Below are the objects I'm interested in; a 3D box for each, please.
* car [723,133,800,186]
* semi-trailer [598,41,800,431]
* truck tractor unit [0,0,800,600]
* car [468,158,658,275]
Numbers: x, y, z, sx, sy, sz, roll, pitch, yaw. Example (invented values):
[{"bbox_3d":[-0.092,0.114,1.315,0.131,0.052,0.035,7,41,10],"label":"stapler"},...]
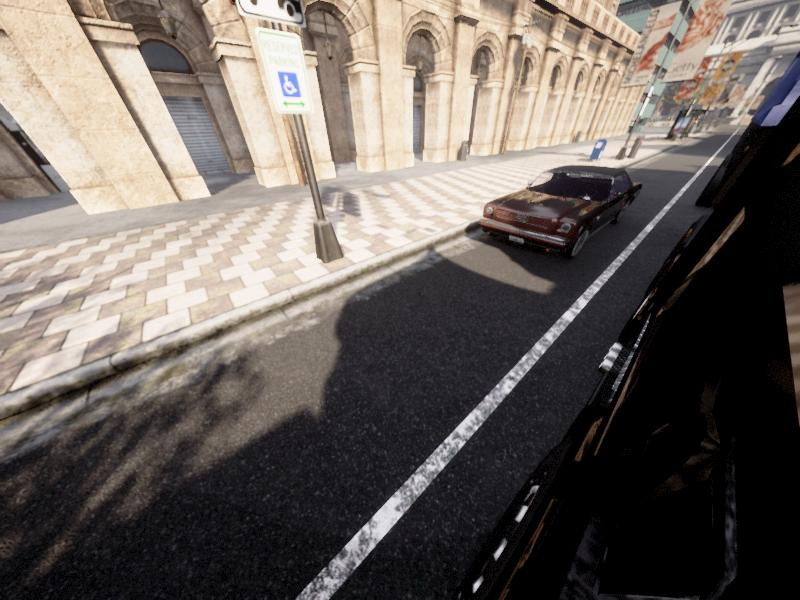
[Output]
[{"bbox_3d":[15.970,-6.177,9.905,4.892,1.490,1.837,-27,43,-31],"label":"car"},{"bbox_3d":[8.699,-3.575,4.269,14.254,4.402,2.717,-28,44,-30],"label":"semi-trailer"},{"bbox_3d":[2.645,-0.295,0.351,6.516,4.208,3.053,-28,44,-30],"label":"truck tractor unit"},{"bbox_3d":[3.933,-2.322,5.438,4.718,1.301,1.895,-28,44,-30],"label":"car"}]
